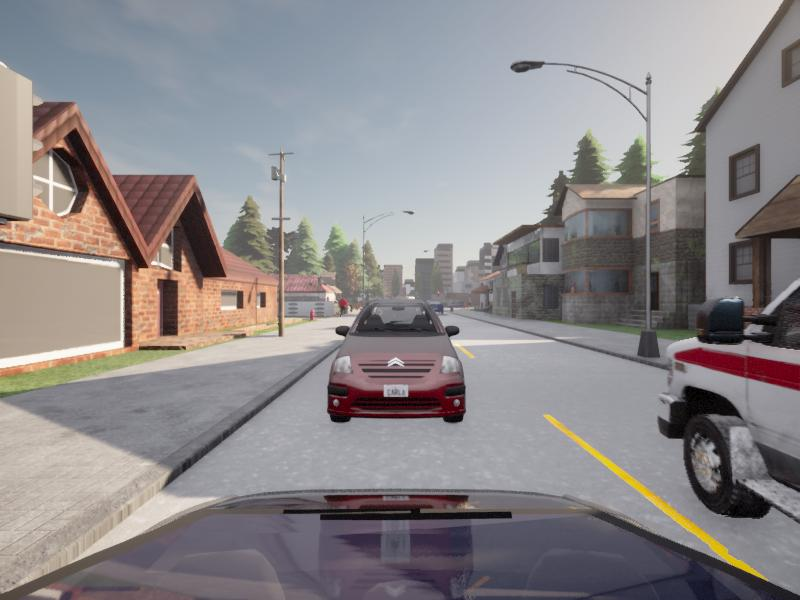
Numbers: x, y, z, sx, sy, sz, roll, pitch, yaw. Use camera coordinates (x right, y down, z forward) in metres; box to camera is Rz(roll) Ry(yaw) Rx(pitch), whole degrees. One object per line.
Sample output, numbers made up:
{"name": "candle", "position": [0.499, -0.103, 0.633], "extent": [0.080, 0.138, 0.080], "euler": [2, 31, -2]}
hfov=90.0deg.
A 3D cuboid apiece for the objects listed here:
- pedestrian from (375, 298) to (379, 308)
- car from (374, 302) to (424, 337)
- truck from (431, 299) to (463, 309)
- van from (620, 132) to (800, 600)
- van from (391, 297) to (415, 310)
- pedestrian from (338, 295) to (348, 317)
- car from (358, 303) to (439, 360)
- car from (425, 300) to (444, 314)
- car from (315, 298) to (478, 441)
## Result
{"name": "pedestrian", "position": [-4.266, 0.533, 73.948], "extent": [0.751, 1.860, 0.751], "euler": [0, 0, 7]}
{"name": "car", "position": [-0.034, 0.851, 19.556], "extent": [2.163, 1.488, 4.792], "euler": [0, 0, 0]}
{"name": "truck", "position": [9.375, 0.759, 80.225], "extent": [6.274, 2.098, 2.390], "euler": [0, 0, 0]}
{"name": "van", "position": [3.096, 0.378, 0.585], "extent": [2.351, 2.431, 6.366], "euler": [0, 0, 3]}
{"name": "van", "position": [0.627, 0.593, 74.959], "extent": [2.351, 2.431, 6.366], "euler": [0, 0, 21]}
{"name": "pedestrian", "position": [-4.919, 0.533, 34.646], "extent": [0.751, 1.860, 0.751], "euler": [0, 0, 2]}
{"name": "car", "position": [-0.035, 0.851, 13.090], "extent": [2.163, 1.488, 4.792], "euler": [0, 0, 0]}
{"name": "car", "position": [3.974, 0.823, 46.943], "extent": [1.882, 1.535, 5.008], "euler": [0, 0, 0]}
{"name": "car", "position": [-0.037, 0.788, 6.527], "extent": [1.851, 1.617, 3.988], "euler": [0, 0, 0]}
